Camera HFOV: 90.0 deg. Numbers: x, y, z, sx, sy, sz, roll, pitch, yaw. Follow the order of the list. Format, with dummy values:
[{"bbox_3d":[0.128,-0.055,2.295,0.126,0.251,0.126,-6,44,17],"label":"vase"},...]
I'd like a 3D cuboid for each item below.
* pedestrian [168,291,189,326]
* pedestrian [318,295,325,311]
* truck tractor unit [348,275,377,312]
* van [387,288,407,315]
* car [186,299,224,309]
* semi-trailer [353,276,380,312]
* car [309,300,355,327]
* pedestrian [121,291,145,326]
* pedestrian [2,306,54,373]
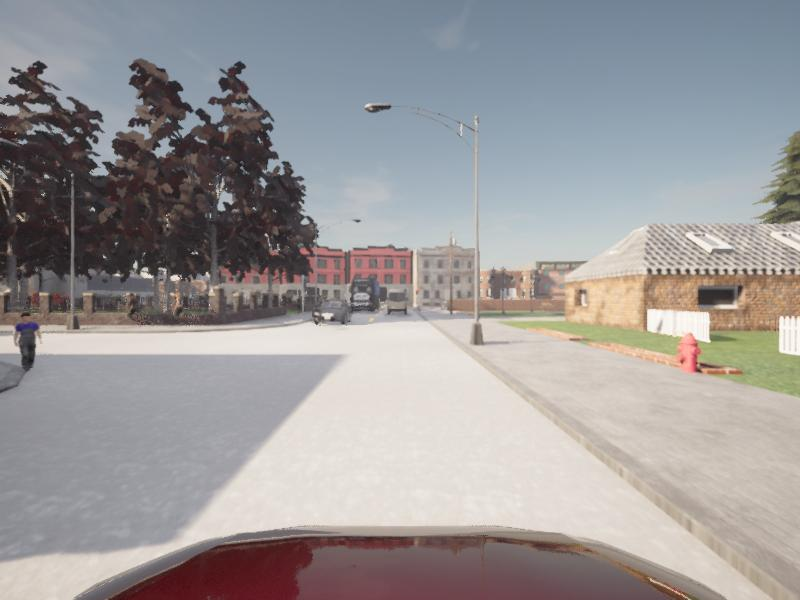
[{"bbox_3d":[-11.888,0.455,21.488,0.751,1.860,0.751,0,0,-4],"label":"pedestrian"},{"bbox_3d":[-9.428,0.358,47.958,0.751,1.860,0.751,0,0,-4],"label":"pedestrian"},{"bbox_3d":[-4.393,-0.695,48.412,3.053,4.208,6.516,0,0,-1],"label":"truck tractor unit"},{"bbox_3d":[-0.240,0.164,41.956,1.988,2.561,5.915,0,-1,1],"label":"van"},{"bbox_3d":[-29.959,0.596,61.536,5.008,1.535,1.882,0,0,0],"label":"car"},{"bbox_3d":[-4.459,-0.824,56.324,2.717,4.402,14.254,0,0,0],"label":"semi-trailer"},{"bbox_3d":[-4.113,0.744,25.012,2.128,1.511,4.902,0,0,-1],"label":"car"},{"bbox_3d":[-14.348,0.455,21.484,0.751,1.860,0.751,0,0,5],"label":"pedestrian"},{"bbox_3d":[-7.799,0.783,8.383,0.751,1.300,0.751,0,0,44],"label":"pedestrian"}]
